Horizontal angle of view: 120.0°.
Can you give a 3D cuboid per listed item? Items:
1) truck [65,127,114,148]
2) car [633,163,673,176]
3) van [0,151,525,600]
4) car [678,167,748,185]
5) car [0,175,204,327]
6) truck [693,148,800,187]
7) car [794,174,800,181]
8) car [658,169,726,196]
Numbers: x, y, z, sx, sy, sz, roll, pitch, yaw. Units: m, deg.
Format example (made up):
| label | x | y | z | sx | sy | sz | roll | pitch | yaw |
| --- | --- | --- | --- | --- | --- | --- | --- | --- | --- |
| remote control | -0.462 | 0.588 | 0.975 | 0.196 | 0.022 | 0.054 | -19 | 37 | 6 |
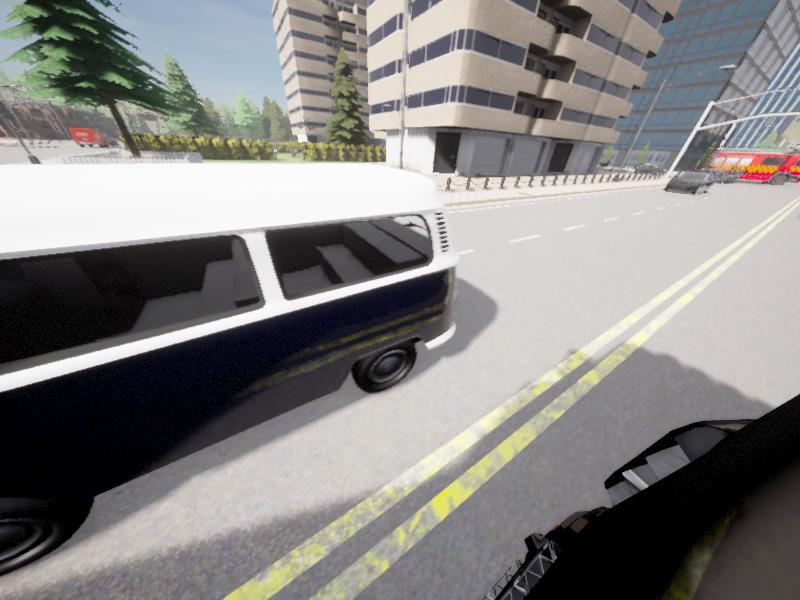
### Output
| label | x | y | z | sx | sy | sz | roll | pitch | yaw |
| --- | --- | --- | --- | --- | --- | --- | --- | --- | --- |
| truck | -48.864 | -25.614 | 36.588 | 2.627 | 2.467 | 5.204 | -17 | 38 | -27 |
| car | 40.240 | -20.777 | 36.827 | 1.970 | 1.475 | 3.806 | -18 | 39 | -29 |
| van | -1.596 | 0.035 | 1.935 | 4.480 | 2.038 | 2.069 | -17 | 38 | -27 |
| car | 38.867 | -15.600 | 28.933 | 2.038 | 1.542 | 4.974 | 1 | 34 | 0 |
| car | -6.143 | -0.671 | 3.116 | 4.974 | 1.542 | 2.038 | -16 | 38 | -26 |
| truck | 46.634 | -17.689 | 30.586 | 8.468 | 3.827 | 2.891 | 24 | 39 | 29 |
| car | 73.905 | -22.365 | 41.703 | 4.856 | 1.649 | 2.033 | -17 | 38 | -27 |
| car | 23.622 | -9.587 | 18.681 | 5.238 | 1.638 | 1.930 | -17 | 38 | -26 |
